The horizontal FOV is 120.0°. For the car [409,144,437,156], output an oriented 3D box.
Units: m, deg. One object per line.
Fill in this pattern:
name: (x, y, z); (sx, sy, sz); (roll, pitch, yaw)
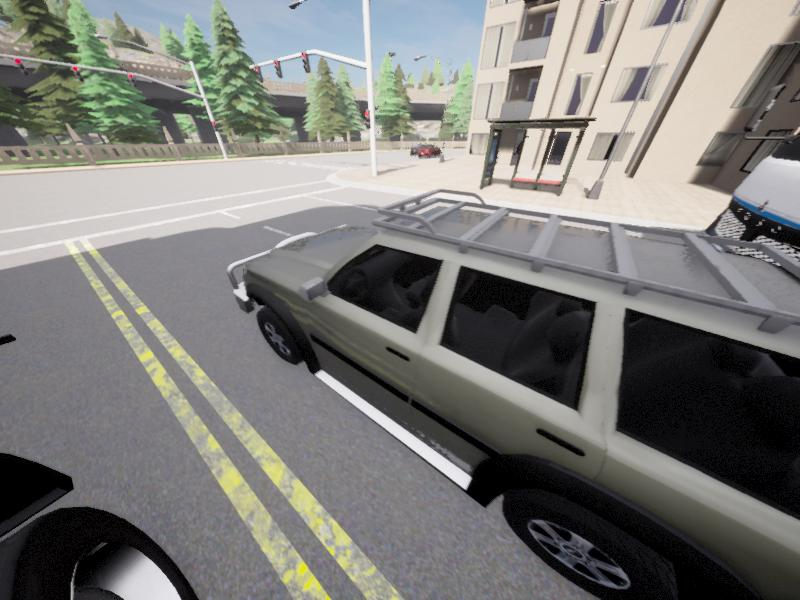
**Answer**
car: (3.407, -22.235, 34.221); (1.994, 1.385, 4.181); (26, 43, 32)

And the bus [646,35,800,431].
bus: (8.585, 0.053, 0.210); (10.273, 4.253, 3.944); (22, 41, 28)

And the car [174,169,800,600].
car: (0.399, 0.069, 2.186); (4.605, 1.855, 1.932); (22, 41, 28)

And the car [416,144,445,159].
car: (4.091, -19.609, 30.405); (1.816, 1.474, 4.193); (24, 41, 29)
